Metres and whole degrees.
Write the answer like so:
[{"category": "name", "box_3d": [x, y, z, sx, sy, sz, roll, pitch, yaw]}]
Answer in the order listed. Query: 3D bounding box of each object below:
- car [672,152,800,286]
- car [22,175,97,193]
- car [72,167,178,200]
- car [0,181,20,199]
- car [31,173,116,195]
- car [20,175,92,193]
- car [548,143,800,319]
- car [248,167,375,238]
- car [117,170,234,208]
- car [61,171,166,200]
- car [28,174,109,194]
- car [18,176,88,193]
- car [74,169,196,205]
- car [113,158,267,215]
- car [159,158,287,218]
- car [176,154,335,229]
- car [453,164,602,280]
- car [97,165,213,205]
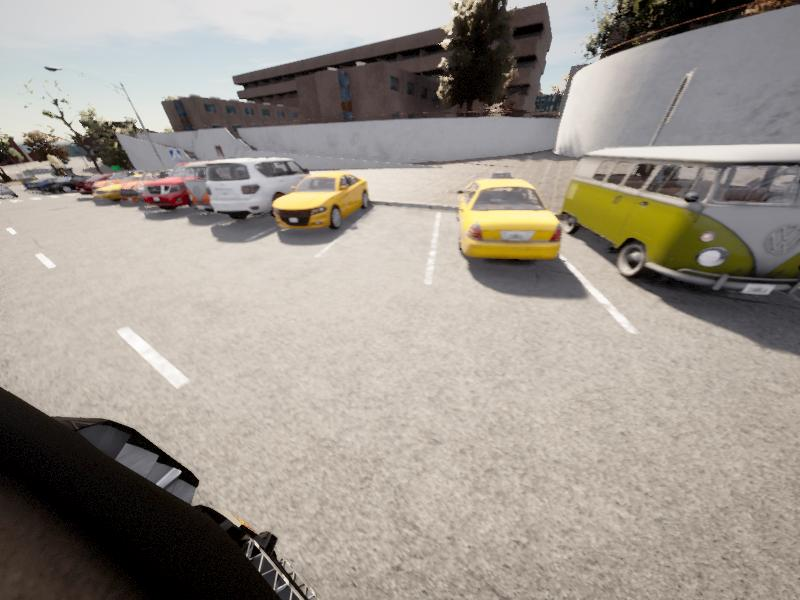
[{"category": "car", "box_3d": [7.625, -1.080, 3.384, 2.185, 1.767, 4.553, 4, 33, 9]}, {"category": "car", "box_3d": [-43.732, -15.047, 29.900, 2.231, 1.521, 4.892, 3, 33, 12]}, {"category": "car", "box_3d": [-20.678, -9.058, 17.799, 2.185, 1.767, 4.553, 3, 33, 10]}, {"category": "car", "box_3d": [-42.078, -11.440, 24.097, 3.633, 1.501, 1.845, 15, 37, 27]}, {"category": "car", "box_3d": [-36.089, -13.047, 25.856, 2.097, 1.535, 5.008, 3, 33, 10]}, {"category": "car", "box_3d": [-46.257, -15.732, 31.283, 2.231, 1.521, 4.892, 3, 33, 12]}, {"category": "car", "box_3d": [5.023, -1.824, 4.510, 1.878, 1.987, 4.442, 4, 34, 9]}, {"category": "car", "box_3d": [-2.673, -3.914, 8.639, 2.097, 1.535, 5.008, 4, 34, 9]}, {"category": "car", "box_3d": [-12.964, -6.781, 13.900, 2.002, 1.452, 4.674, 4, 33, 10]}, {"category": "car", "box_3d": [-23.255, -9.629, 19.163, 2.097, 1.535, 5.008, 3, 33, 10]}, {"category": "car", "box_3d": [-38.643, -13.714, 27.199, 2.097, 1.535, 5.008, 3, 33, 11]}, {"category": "car", "box_3d": [-48.766, -16.428, 32.683, 2.231, 1.521, 4.892, 4, 33, 13]}, {"category": "car", "box_3d": [-18.136, -8.136, 16.359, 1.946, 1.575, 5.366, 3, 33, 10]}, {"category": "car", "box_3d": [-10.405, -6.290, 12.400, 2.435, 2.045, 5.566, 4, 33, 10]}, {"category": "car", "box_3d": [-7.850, -5.499, 11.032, 1.878, 1.987, 4.442, 4, 33, 10]}, {"category": "car", "box_3d": [-5.259, -4.872, 9.828, 2.435, 2.045, 5.566, 3, 33, 10]}, {"category": "car", "box_3d": [2.499, -2.540, 6.183, 1.946, 1.575, 5.366, 4, 33, 10]}, {"category": "car", "box_3d": [-15.537, -7.647, 15.152, 2.185, 1.767, 4.553, 4, 33, 10]}]
